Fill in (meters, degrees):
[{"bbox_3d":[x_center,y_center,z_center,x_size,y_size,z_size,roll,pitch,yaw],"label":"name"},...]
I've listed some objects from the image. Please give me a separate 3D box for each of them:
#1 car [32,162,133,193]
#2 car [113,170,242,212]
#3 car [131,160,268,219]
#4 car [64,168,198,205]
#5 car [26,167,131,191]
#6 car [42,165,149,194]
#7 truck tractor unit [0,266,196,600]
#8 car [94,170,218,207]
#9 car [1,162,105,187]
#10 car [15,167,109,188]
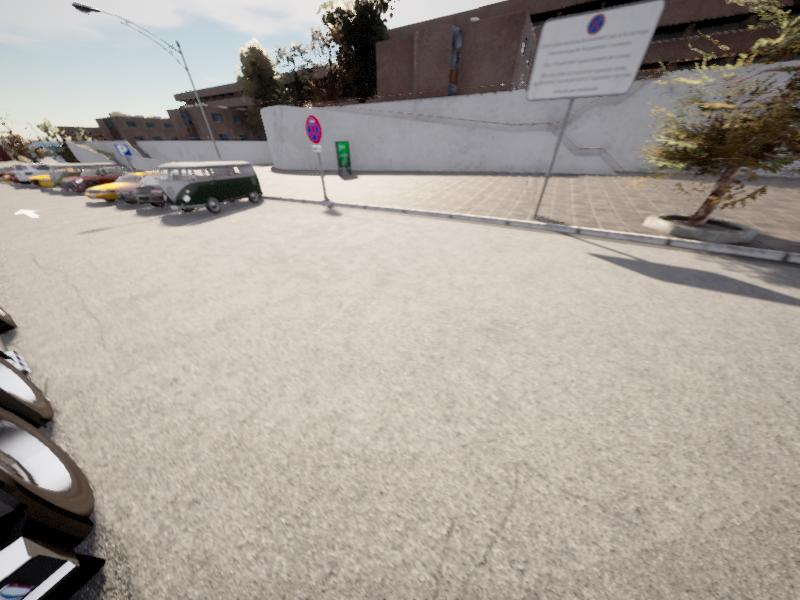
[{"bbox_3d":[-26.975,-10.693,19.979,1.878,1.987,4.442,5,33,9],"label":"car"},{"bbox_3d":[-11.461,-6.037,12.536,2.002,1.452,4.674,4,33,9],"label":"car"},{"bbox_3d":[-8.895,-5.452,11.018,1.878,1.987,4.442,5,33,9],"label":"car"},{"bbox_3d":[-16.652,-7.473,14.921,1.946,1.575,5.366,5,33,9],"label":"car"},{"bbox_3d":[-29.511,-11.414,21.630,1.946,1.575,5.366,4,33,9],"label":"car"},{"bbox_3d":[-24.367,-9.938,18.875,2.185,1.767,4.553,5,33,9],"label":"car"},{"bbox_3d":[-5.138,-0.260,0.831,6.516,4.208,3.053,17,38,25],"label":"truck tractor unit"},{"bbox_3d":[-14.036,-6.788,13.820,2.002,1.452,4.674,5,33,9],"label":"car"},{"bbox_3d":[-37.290,-13.777,25.211,2.435,2.045,5.566,4,33,9],"label":"car"},{"bbox_3d":[-34.700,-12.809,24.041,2.097,1.535,5.008,5,33,9],"label":"car"}]
